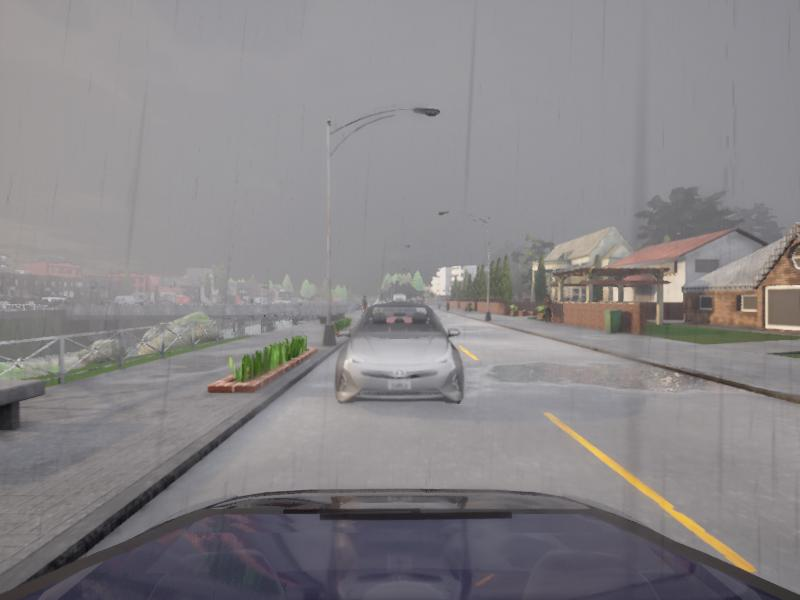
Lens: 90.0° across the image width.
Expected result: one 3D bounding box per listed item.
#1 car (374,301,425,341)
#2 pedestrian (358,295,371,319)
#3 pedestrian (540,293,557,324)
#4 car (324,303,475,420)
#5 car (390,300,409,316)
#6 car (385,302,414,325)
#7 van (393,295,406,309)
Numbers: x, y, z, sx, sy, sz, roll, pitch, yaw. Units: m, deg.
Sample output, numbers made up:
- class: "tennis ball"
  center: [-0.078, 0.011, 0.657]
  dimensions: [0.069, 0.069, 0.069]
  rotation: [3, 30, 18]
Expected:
- class: "car"
  center: [-0.023, 0.826, 17.949]
  dimensions: [2.007, 1.525, 4.514]
  rotation: [0, 0, 0]
- class: "pedestrian"
  center: [-2.799, 0.529, 31.885]
  dimensions: [0.751, 1.860, 0.751]
  rotation: [0, 0, -40]
- class: "pedestrian"
  center: [9.186, 0.529, 24.762]
  dimensions: [0.751, 1.860, 0.751]
  rotation: [0, 0, 1]
- class: "car"
  center: [-0.010, 0.826, 7.571]
  dimensions: [2.007, 1.525, 4.514]
  rotation: [0, 0, 0]
- class: "car"
  center: [-0.056, 0.818, 40.976]
  dimensions: [1.882, 1.535, 5.008]
  rotation: [0, 0, 0]
- class: "car"
  center: [-0.037, 0.851, 27.335]
  dimensions: [1.816, 1.474, 4.193]
  rotation: [0, 0, 0]
- class: "van"
  center: [-0.099, 0.366, 72.548]
  dimensions: [2.351, 2.431, 6.366]
  rotation: [0, 0, 0]
